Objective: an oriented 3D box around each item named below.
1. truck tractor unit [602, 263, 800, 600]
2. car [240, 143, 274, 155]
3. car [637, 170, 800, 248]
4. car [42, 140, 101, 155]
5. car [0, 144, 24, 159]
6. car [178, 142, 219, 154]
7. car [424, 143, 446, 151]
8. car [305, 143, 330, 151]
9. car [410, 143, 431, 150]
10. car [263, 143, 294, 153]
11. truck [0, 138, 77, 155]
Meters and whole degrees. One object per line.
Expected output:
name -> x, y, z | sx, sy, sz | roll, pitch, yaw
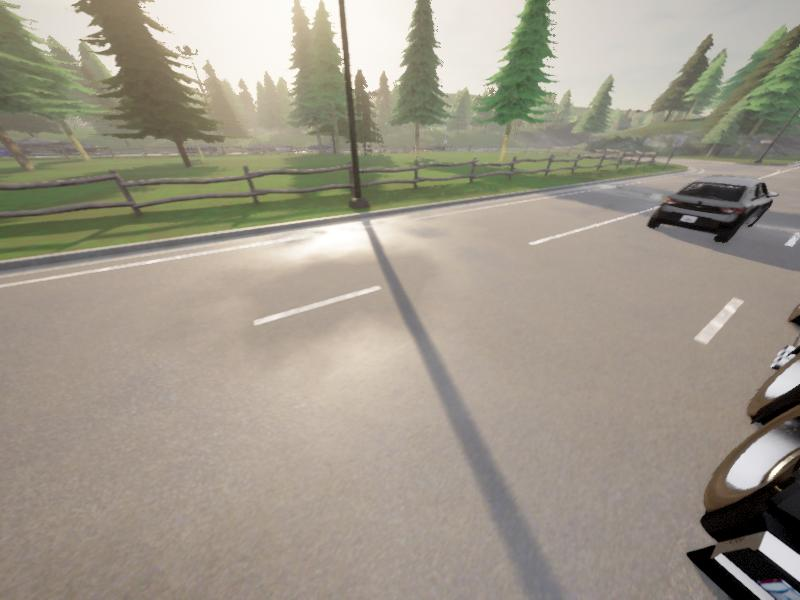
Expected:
truck tractor unit -> 5.110, -0.298, 0.797 | 6.516, 4.208, 3.053 | -18, 39, -24
car -> -25.540, -27.179, 41.444 | 4.856, 1.649, 2.033 | -18, 39, -24
car -> 9.802, -2.995, 7.145 | 4.193, 1.474, 1.816 | -18, 39, -24
car -> -50.911, -23.713, 35.974 | 4.605, 1.855, 1.932 | -17, 38, -25
car -> -51.973, -18.628, 28.944 | 4.514, 1.525, 2.007 | -18, 39, -24
car -> -37.001, -28.097, 42.633 | 5.238, 1.638, 1.930 | -18, 39, -24
car -> 8.600, -37.730, 57.005 | 5.027, 1.651, 2.152 | -7, 35, -10
car -> -19.319, -36.050, 54.359 | 5.008, 1.535, 1.882 | -18, 39, -24
car -> 5.450, -40.718, 61.338 | 5.366, 1.575, 1.801 | -6, 35, -9
car -> -23.984, -29.946, 45.521 | 4.974, 1.542, 2.038 | -18, 39, -24
truck -> -56.892, -24.184, 36.383 | 6.274, 2.098, 2.390 | -18, 39, -24
